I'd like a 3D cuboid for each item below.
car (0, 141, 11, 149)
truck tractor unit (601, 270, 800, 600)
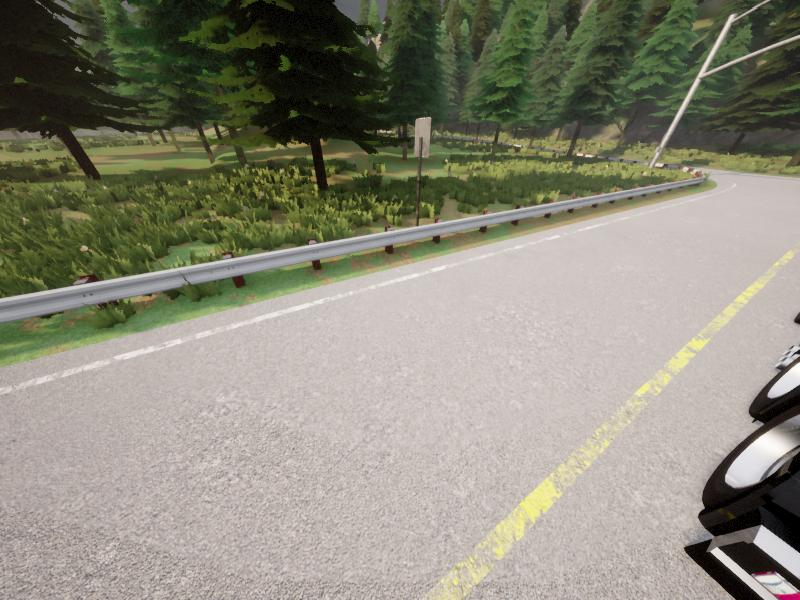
[{"bbox_3d":[-95.237,-35.717,53.333,5.008,1.535,1.882,-18,39,-25],"label":"car"},{"bbox_3d":[5.120,-0.292,0.767,6.516,4.208,3.053,-18,39,-24],"label":"truck tractor unit"}]
